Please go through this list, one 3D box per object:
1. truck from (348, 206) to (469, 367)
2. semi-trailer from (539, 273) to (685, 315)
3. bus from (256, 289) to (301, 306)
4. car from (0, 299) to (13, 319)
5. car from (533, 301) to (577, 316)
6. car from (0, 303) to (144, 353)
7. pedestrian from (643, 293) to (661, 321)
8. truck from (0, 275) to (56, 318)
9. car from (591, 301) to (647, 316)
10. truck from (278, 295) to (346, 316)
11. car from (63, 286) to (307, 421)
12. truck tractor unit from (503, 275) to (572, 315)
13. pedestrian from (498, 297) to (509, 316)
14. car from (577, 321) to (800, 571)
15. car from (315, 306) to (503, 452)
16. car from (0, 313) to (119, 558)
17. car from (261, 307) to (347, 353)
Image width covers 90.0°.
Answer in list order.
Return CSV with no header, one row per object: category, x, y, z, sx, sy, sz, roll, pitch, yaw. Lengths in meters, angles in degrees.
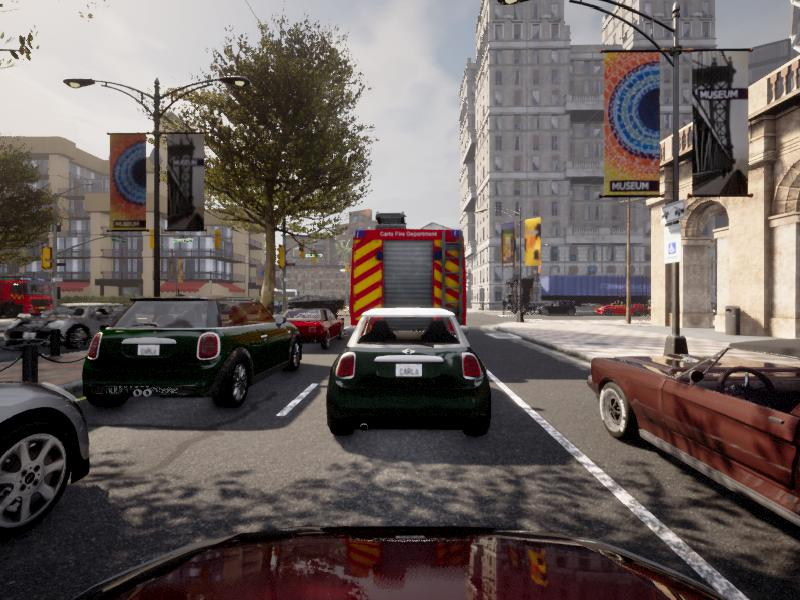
truck,0.274,-0.321,13.781,2.891,3.827,8.468,0,0,1
semi-trailer,22.670,-0.618,43.218,14.254,4.402,2.717,0,0,1
bus,-30.942,-0.539,102.441,10.273,4.253,3.944,0,0,2
car,-36.048,0.771,33.548,5.238,1.638,1.930,0,0,0
car,15.373,0.827,39.827,3.633,1.501,1.845,0,0,1
car,-11.203,0.853,14.000,1.970,1.475,3.806,0,0,2
pedestrian,17.019,0.485,27.033,0.751,1.860,0.751,0,0,5
truck,-37.345,-0.320,37.063,8.468,3.827,2.891,0,0,1
car,21.671,0.828,39.734,4.514,1.525,2.007,0,0,1
truck,-8.759,0.542,40.168,6.274,2.098,2.390,0,0,1
car,-3.355,0.694,7.527,2.097,1.767,4.553,0,0,1
truck tractor unit,14.759,-0.522,43.374,6.516,4.208,3.053,0,0,2
pedestrian,10.272,0.637,39.592,0.751,1.860,0.751,0,0,-17
car,3.308,0.938,3.058,1.895,1.301,4.718,0,0,1
car,0.119,0.853,6.110,1.970,1.475,3.806,0,0,1
car,-3.473,0.853,1.600,1.970,1.475,3.806,0,0,1
car,-3.218,0.944,14.445,1.895,1.301,4.718,0,0,1
